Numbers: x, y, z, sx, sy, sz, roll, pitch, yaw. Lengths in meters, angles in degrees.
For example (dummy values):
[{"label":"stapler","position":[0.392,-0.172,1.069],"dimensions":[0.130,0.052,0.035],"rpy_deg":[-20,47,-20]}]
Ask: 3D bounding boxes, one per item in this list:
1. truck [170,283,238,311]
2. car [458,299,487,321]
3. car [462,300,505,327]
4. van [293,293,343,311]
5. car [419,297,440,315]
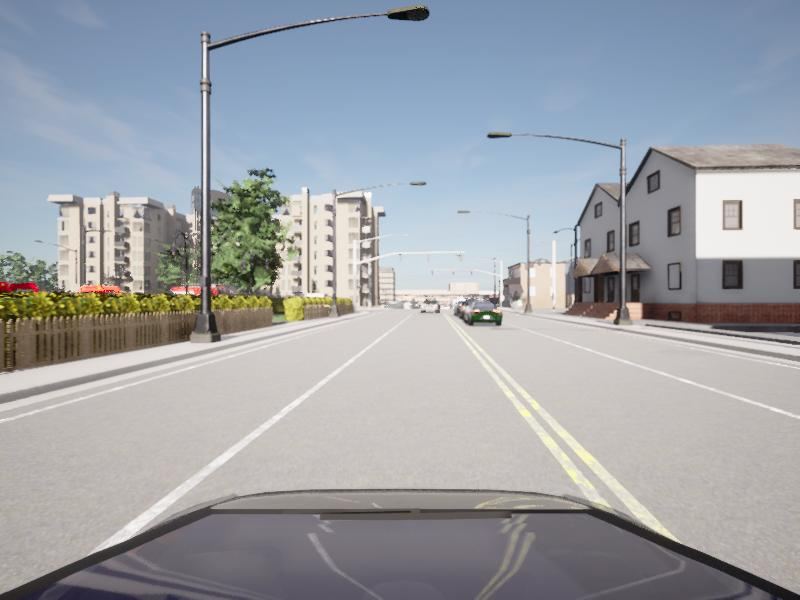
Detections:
[{"label":"truck","position":[-27.697,-0.387,56.734],"dimensions":[8.468,3.827,2.891],"rpy_deg":[0,0,6]},{"label":"car","position":[5.705,0.750,31.929],"dimensions":[1.851,1.617,3.988],"rpy_deg":[0,0,5]},{"label":"car","position":[5.191,0.796,25.451],"dimensions":[2.038,1.542,4.974],"rpy_deg":[0,0,5]},{"label":"van","position":[-11.227,0.313,55.136],"dimensions":[6.366,2.431,2.351],"rpy_deg":[0,0,5]},{"label":"car","position":[3.371,0.601,44.685],"dimensions":[1.932,1.855,4.605],"rpy_deg":[0,1,9]}]
